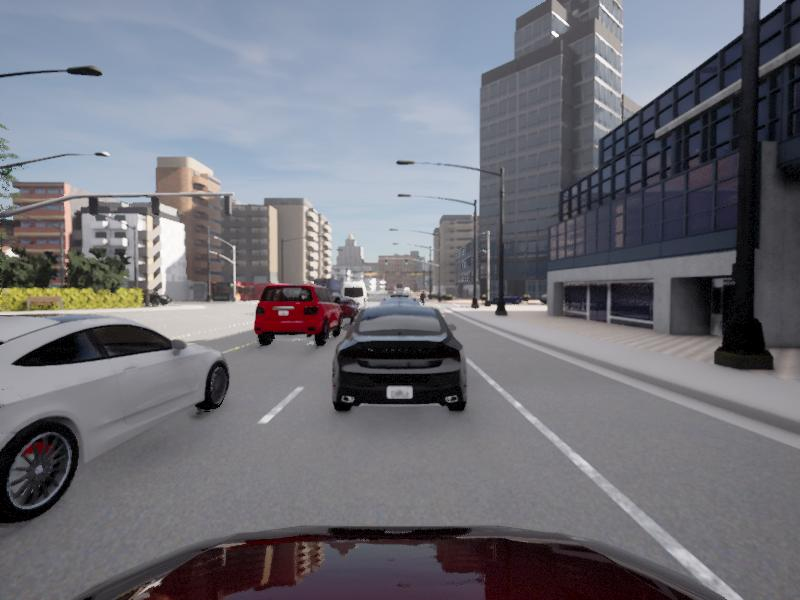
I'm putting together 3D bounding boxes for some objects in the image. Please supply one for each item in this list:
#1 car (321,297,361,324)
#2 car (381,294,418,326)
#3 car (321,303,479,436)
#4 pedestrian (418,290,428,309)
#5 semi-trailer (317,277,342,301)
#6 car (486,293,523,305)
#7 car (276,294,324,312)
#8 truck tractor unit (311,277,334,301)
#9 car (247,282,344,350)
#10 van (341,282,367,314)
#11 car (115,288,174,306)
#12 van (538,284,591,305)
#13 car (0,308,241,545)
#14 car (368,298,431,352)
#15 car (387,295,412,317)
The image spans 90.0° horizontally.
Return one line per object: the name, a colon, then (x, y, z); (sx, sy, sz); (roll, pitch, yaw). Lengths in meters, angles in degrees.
car: (-3.561, 0.573, 25.072); (1.812, 1.442, 4.674); (0, 1, 0)
car: (-0.032, 0.512, 23.798); (1.930, 1.638, 5.238); (0, 1, 0)
car: (-0.009, 0.826, 7.114); (1.837, 1.490, 4.892); (0, 0, 0)
pedestrian: (2.265, -0.028, 39.248); (0.751, 1.860, 0.751); (-1, 2, -34)
semi-trailer: (-14.130, -2.211, 81.045); (2.717, 4.402, 14.254); (0, 1, -1)
car: (13.219, -0.151, 50.585); (4.193, 1.474, 1.816); (0, 2, 0)
car: (-9.211, 0.211, 37.308); (1.882, 1.535, 5.008); (1, 2, 19)
truck tractor unit: (-14.073, -1.985, 73.135); (3.053, 4.208, 6.516); (0, 1, 0)
car: (-3.527, 0.474, 14.793); (2.150, 2.045, 5.566); (0, 0, 0)
van: (-3.923, -0.221, 34.834); (1.988, 2.561, 5.915); (0, 1, -5)
car: (-30.138, -0.345, 47.364); (5.566, 2.045, 2.150); (0, 2, 0)
van: (20.699, -0.681, 50.519); (5.915, 2.561, 1.988); (0, 2, 0)
car: (-3.508, 0.863, 4.203); (1.812, 1.442, 4.674); (0, 0, 0)
car: (-0.020, 0.736, 14.405); (1.882, 1.535, 5.008); (0, 1, 0)
car: (-0.045, 0.416, 30.779); (1.816, 1.474, 4.193); (0, 1, 0)
